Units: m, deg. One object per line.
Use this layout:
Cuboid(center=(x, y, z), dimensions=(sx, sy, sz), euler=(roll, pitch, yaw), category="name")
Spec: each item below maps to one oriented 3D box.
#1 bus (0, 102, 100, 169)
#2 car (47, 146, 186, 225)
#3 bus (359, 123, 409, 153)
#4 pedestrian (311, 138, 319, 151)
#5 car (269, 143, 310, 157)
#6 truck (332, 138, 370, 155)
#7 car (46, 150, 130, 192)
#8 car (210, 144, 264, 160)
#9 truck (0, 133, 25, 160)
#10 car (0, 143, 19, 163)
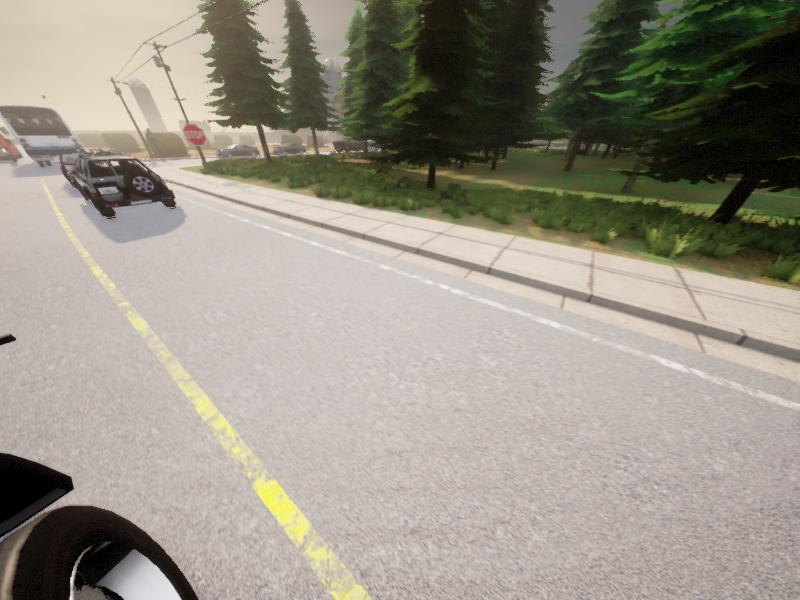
Cuboid(center=(-33.163, -15.114, 21.423), dimensions=(10.273, 4.253, 3.944), euler=(24, 41, 29), category="bus")
Cuboid(center=(-10.235, -4.337, 8.354), dimensions=(4.605, 1.855, 1.932), euler=(24, 41, 28), category="car")
Cuboid(center=(-2.706, -31.281, 44.646), dimensions=(3.944, 4.253, 10.273), euler=(21, 40, 27), category="bus")
Cuboid(center=(-15.410, -28.171, 41.906), dimensions=(0.751, 1.860, 0.751), euler=(-24, 42, -31), category="pedestrian")
Cuboid(center=(-16.179, -22.169, 33.992), dimensions=(2.128, 1.511, 4.902), euler=(21, 40, 27), category="car")
Cuboid(center=(-8.012, -25.759, 38.637), dimensions=(2.390, 2.098, 6.274), euler=(21, 40, 27), category="truck")
Cuboid(center=(-16.880, -7.083, 12.502), dimensions=(4.514, 1.525, 2.007), euler=(25, 42, 31), category="car")
Cuboid(center=(-20.281, -18.672, 28.998), dimensions=(2.128, 1.511, 4.902), euler=(21, 40, 27), category="car")
Cuboid(center=(-46.017, -17.516, 26.282), dimensions=(5.204, 2.467, 2.627), euler=(23, 41, 29), category="truck")
Cuboid(center=(-40.487, -14.765, 23.161), dimensions=(3.988, 1.617, 1.851), euler=(23, 41, 29), category="car")
